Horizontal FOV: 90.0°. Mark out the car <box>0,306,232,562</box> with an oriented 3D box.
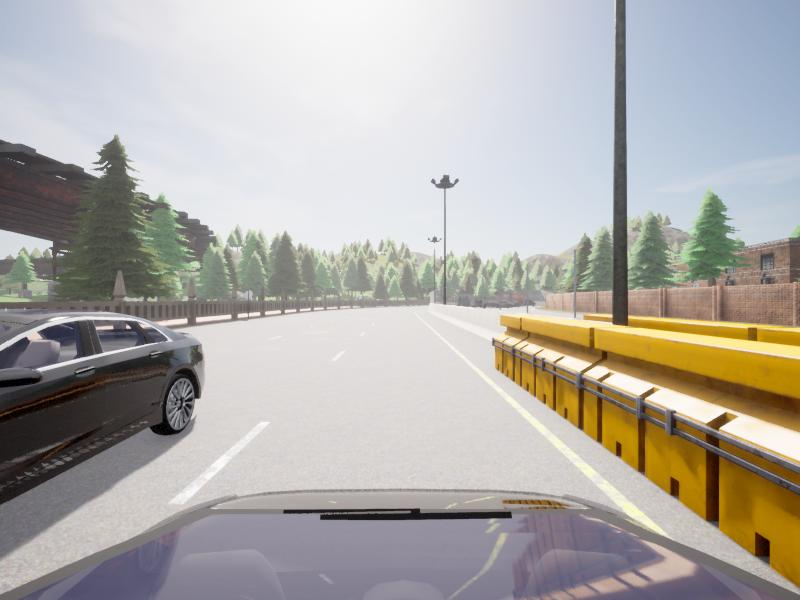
[{"bbox_3d":[-3.500,0.837,3.363,2.128,1.511,4.902,0,0,0],"label":"car"}]
